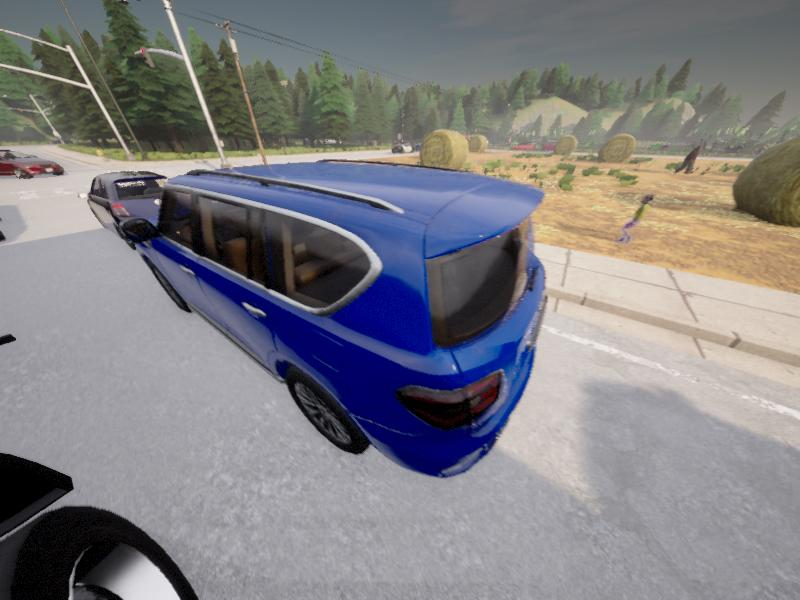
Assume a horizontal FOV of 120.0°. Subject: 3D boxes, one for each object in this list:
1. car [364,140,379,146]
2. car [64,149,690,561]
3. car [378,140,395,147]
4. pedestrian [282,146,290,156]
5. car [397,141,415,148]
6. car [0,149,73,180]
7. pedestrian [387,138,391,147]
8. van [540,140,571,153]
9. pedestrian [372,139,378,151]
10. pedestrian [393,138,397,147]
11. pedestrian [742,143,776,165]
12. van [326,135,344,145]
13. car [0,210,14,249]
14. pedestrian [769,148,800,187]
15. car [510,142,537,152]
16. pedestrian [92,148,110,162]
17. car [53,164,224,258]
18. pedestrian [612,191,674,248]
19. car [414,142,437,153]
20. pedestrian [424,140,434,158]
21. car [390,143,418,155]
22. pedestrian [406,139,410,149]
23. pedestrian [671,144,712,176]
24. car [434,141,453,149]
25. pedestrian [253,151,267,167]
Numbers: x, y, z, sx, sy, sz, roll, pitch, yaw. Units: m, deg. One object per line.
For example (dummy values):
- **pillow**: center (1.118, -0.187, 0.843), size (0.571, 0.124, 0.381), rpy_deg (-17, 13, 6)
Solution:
- **car**: center (-8.611, -47.442, 69.894), size (3.806, 1.475, 1.970), rpy_deg (23, 41, 29)
- **car**: center (-1.288, -0.563, 2.918), size (5.566, 2.045, 2.150), rpy_deg (22, 40, 27)
- **car**: center (-3.690, -42.782, 63.220), size (4.514, 1.525, 2.007), rpy_deg (24, 41, 30)
- **pedestrian**: center (-15.059, -19.701, 30.456), size (0.500, 1.100, 0.500), rpy_deg (21, 40, 26)
- **car**: center (1.557, -40.383, 59.883), size (4.514, 1.525, 2.007), rpy_deg (26, 42, 31)
- **car**: center (-23.847, -8.380, 14.243), size (4.193, 1.474, 1.816), rpy_deg (2, 36, 2)
- **pedestrian**: center (-2.800, -39.506, 57.988), size (0.751, 1.860, 0.751), rpy_deg (13, 37, 17)
- **van**: center (30.284, -30.057, 45.197), size (4.442, 1.987, 1.775), rpy_deg (25, 42, 30)
- **pedestrian**: center (-4.696, -28.887, 42.959), size (0.751, 1.860, 0.751), rpy_deg (27, 43, 33)
- **pedestrian**: center (-1.208, -39.289, 57.699), size (0.751, 1.860, 0.751), rpy_deg (17, 39, 22)
- **pedestrian**: center (36.130, -14.700, 23.285), size (0.751, 1.860, 0.751), rpy_deg (-1, 35, -2)
- **van**: center (-21.722, -53.546, 77.399), size (5.915, 2.561, 1.988), rpy_deg (23, 41, 29)
- **car**: center (-11.909, -2.207, 5.428), size (4.611, 1.667, 2.242), rpy_deg (21, 40, 27)
- **pedestrian**: center (21.593, -7.203, 12.476), size (0.751, 1.860, 0.751), rpy_deg (-10, 36, -14)
- **car**: center (25.714, -31.955, 48.231), size (4.514, 1.525, 2.007), rpy_deg (25, 42, 30)
- **pedestrian**: center (-27.276, -13.238, 21.088), size (0.500, 1.100, 0.500), rpy_deg (-19, 39, -25)
- **car**: center (-6.889, -2.589, 6.163), size (3.633, 1.501, 1.845), rpy_deg (22, 40, 27)
- **pedestrian**: center (5.582, -1.853, 5.350), size (0.500, 1.100, 0.500), rpy_deg (-24, 42, -31)
- **car**: center (4.779, -28.583, 43.234), size (1.882, 1.535, 5.008), rpy_deg (22, 41, 28)
- **pedestrian**: center (3.553, -18.457, 28.236), size (0.751, 1.860, 0.751), rpy_deg (29, 44, 34)
- **car**: center (0.714, -25.293, 38.522), size (2.038, 1.542, 4.974), rpy_deg (22, 41, 28)
- **pedestrian**: center (1.722, -33.862, 50.099), size (0.751, 1.860, 0.751), rpy_deg (10, 36, 13)
- **pedestrian**: center (20.343, -9.802, 16.147), size (0.751, 1.860, 0.751), rpy_deg (-5, 36, -8)
- **car**: center (10.718, -38.538, 57.443), size (2.007, 1.525, 4.514), rpy_deg (-20, 40, -26)
- **pedestrian**: center (-11.377, -11.473, 18.829), size (0.500, 1.100, 0.500), rpy_deg (21, 40, 26)
